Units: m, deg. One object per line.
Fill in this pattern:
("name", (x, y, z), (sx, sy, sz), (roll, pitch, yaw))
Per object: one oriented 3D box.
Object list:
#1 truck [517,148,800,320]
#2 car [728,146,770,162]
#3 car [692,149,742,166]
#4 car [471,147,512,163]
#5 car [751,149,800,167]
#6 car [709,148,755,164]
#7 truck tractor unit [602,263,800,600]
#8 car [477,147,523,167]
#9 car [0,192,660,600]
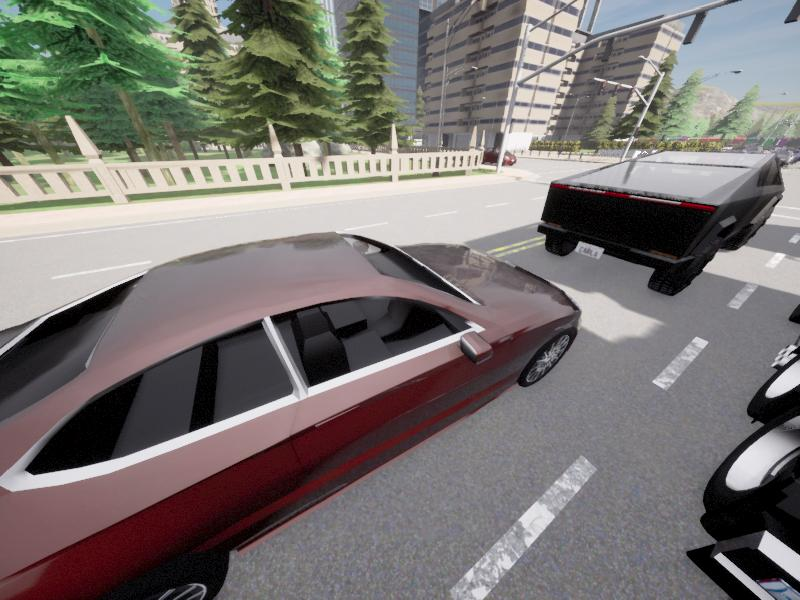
("truck", (5.998, -2.038, 5.130), (6.274, 2.098, 2.390), (-18, 39, -24))
("car", (48.696, -20.406, 32.218), (4.856, 1.649, 2.033), (-18, 39, -24))
("car", (35.944, -16.242, 26.239), (4.514, 1.525, 2.007), (-17, 38, -23))
("car", (11.420, -18.384, 29.217), (1.812, 1.442, 4.674), (-18, 39, -24))
("car", (42.204, -15.937, 25.841), (4.974, 1.542, 2.038), (-18, 39, -24))
("car", (41.376, -17.976, 28.763), (4.974, 1.542, 2.038), (-18, 39, -24))
("truck tractor unit", (5.108, -0.303, 0.786), (6.516, 4.208, 3.053), (-18, 39, -24))
("car", (10.495, -15.295, 24.632), (1.851, 1.617, 3.988), (-17, 38, -23))
("car", (-0.491, 0.276, 2.178), (5.027, 1.651, 2.152), (-18, 39, -24))
